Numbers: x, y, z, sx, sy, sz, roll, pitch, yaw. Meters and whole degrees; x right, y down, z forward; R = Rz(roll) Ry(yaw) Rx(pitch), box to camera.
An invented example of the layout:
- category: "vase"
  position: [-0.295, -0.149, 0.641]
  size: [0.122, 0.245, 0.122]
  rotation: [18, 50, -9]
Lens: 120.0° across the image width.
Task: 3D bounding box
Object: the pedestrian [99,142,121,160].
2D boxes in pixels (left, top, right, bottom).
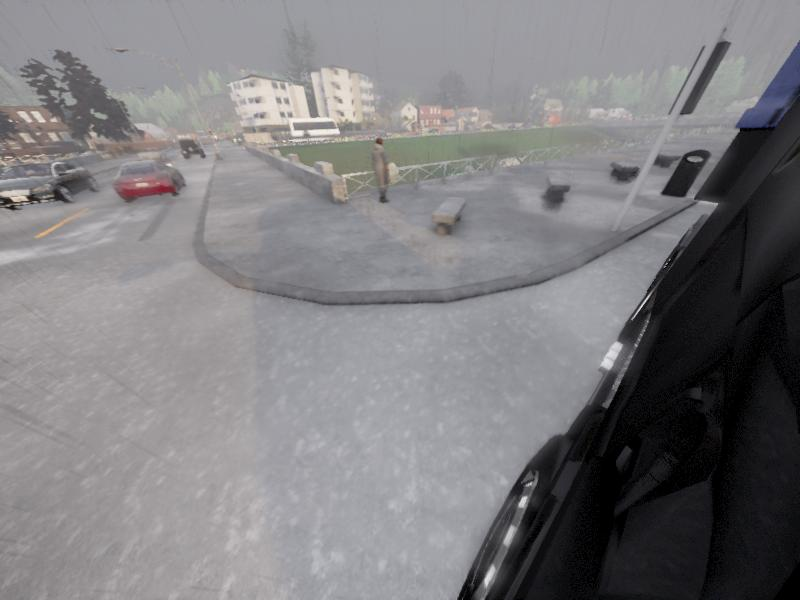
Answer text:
- category: "pedestrian"
  position: [-37.143, -19.072, 29.590]
  size: [0.751, 1.860, 0.751]
  rotation: [-17, 39, -18]

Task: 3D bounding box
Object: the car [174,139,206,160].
- category: "car"
  position: [-24.946, -18.020, 27.621]
  size: [1.905, 1.878, 3.866]
  rotation: [-22, 41, -24]

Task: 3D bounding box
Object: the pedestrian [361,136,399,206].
- category: "pedestrian"
  position: [-0.606, -4.174, 7.502]
  size: [0.751, 1.860, 0.751]
  rotation: [-31, 45, -33]

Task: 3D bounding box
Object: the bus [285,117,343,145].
- category: "bus"
  position: [-18.186, -36.160, 49.397]
  size: [10.273, 4.253, 3.944]
  rotation: [-20, 40, -22]

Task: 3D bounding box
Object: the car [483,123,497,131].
- category: "car"
  position: [28.160, -53.963, 72.225]
  size: [3.866, 1.878, 1.905]
  rotation: [-22, 41, -24]

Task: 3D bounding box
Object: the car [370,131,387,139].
- category: "car"
  position: [-5.433, -42.872, 59.862]
  size: [3.806, 1.475, 1.970]
  rotation: [-22, 41, -24]

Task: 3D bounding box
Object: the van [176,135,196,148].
- category: "van"
  position: [-52.201, -38.762, 56.489]
  size: [2.351, 2.431, 6.366]
  rotation: [-22, 41, -24]

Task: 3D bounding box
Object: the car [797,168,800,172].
- category: "car"
  position: [19.523, -6.367, 9.775]
  size: [4.181, 1.385, 1.994]
  rotation: [-22, 41, -24]

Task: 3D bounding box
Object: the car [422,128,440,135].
- category: "car"
  position: [8.922, -48.769, 66.804]
  size: [4.892, 1.490, 1.837]
  rotation: [-22, 41, -24]

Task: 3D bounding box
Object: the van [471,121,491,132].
- category: "van"
  position: [26.332, -56.288, 74.964]
  size: [6.366, 2.431, 2.351]
  rotation: [-22, 41, -24]

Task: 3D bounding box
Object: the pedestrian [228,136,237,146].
- category: "pedestrian"
  position: [-36.716, -34.928, 50.673]
  size: [0.751, 1.860, 0.751]
  rotation: [-14, 38, -14]

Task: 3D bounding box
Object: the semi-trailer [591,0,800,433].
- category: "semi-trailer"
  position: [9.100, -3.295, 3.787]
  size: [14.254, 4.402, 2.717]
  rotation: [-23, 41, -25]

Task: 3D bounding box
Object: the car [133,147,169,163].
- category: "car"
  position: [-29.077, -17.096, 27.143]
  size: [1.895, 1.301, 4.718]
  rotation: [-22, 41, -24]

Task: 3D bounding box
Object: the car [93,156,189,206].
- category: "car"
  position: [-11.918, -5.855, 11.042]
  size: [1.994, 1.385, 4.181]
  rotation: [-22, 41, -24]

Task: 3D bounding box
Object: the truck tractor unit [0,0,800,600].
- category: "truck tractor unit"
  position: [2.645, -0.295, 0.351]
  size: [6.516, 4.208, 3.053]
  rotation: [-28, 44, -30]

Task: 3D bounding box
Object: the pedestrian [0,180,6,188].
- category: "pedestrian"
  position: [-24.500, -7.426, 13.293]
  size: [0.751, 1.860, 0.751]
  rotation: [-18, 39, -19]

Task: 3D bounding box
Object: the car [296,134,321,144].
- category: "car"
  position: [-20.674, -36.544, 52.364]
  size: [4.892, 1.490, 1.837]
  rotation: [-22, 41, -23]

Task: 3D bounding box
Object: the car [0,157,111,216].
- category: "car"
  position: [-16.097, -5.368, 10.535]
  size: [2.128, 1.511, 4.902]
  rotation: [-22, 41, -23]

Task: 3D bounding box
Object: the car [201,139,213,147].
- category: "car"
  position: [-48.764, -39.759, 58.334]
  size: [1.789, 1.549, 3.705]
  rotation: [-22, 41, -24]
